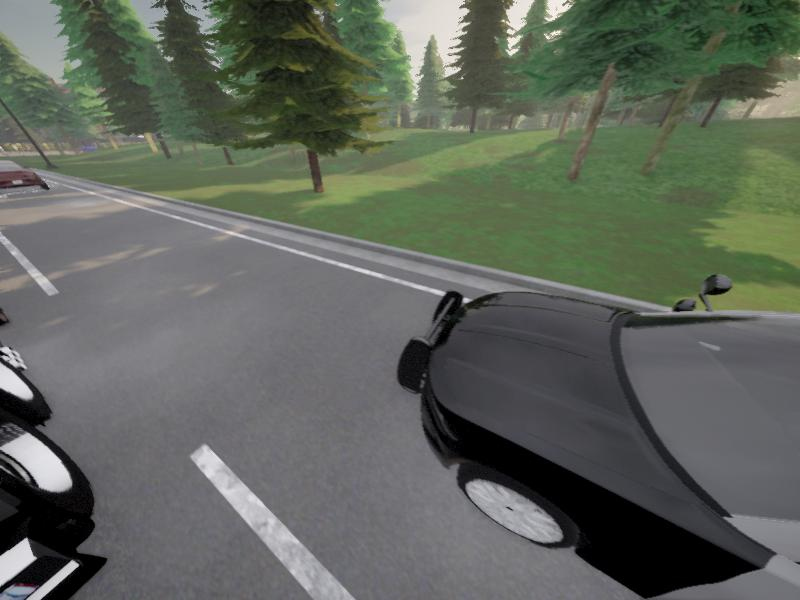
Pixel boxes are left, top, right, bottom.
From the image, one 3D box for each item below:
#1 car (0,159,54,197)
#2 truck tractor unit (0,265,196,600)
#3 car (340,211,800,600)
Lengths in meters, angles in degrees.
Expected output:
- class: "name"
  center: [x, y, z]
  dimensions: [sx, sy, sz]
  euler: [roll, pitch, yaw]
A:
- class: "car"
  center: [-21.999, -6.952, 12.940]
  dimensions: [4.674, 1.442, 1.812]
  euler: [18, 39, 24]
- class: "truck tractor unit"
  center: [-5.111, -0.299, 0.788]
  dimensions: [6.516, 4.208, 3.053]
  euler: [18, 38, 24]
- class: "car"
  center: [2.454, 0.917, 1.231]
  dimensions: [5.238, 1.638, 1.930]
  euler: [18, 39, 24]
